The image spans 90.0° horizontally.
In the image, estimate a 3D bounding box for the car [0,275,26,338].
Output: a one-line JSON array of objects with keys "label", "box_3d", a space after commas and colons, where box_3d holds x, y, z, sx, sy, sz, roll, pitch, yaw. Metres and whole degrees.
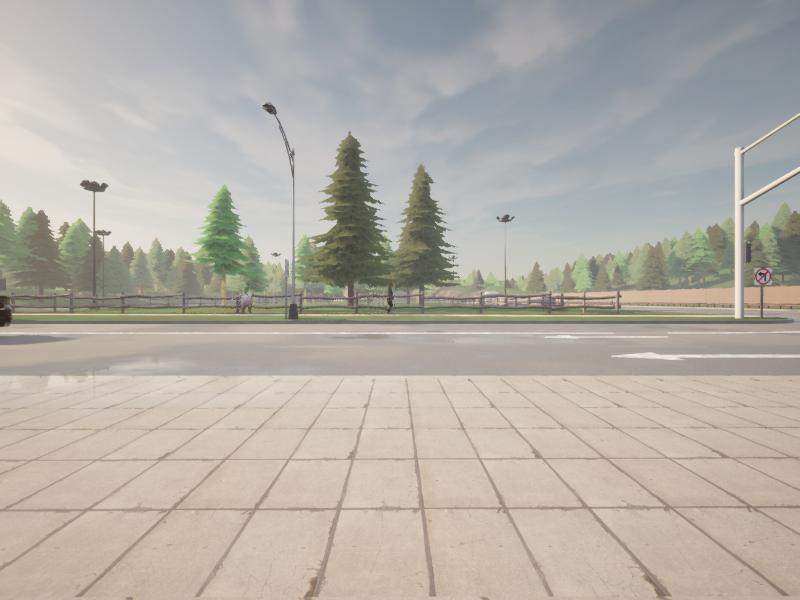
[{"label": "car", "box_3d": [-13.033, 0.171, 10.176, 5.238, 1.638, 1.930, 0, 0, 0]}]

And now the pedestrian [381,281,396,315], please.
[{"label": "pedestrian", "box_3d": [-0.606, -0.115, 21.867, 0.751, 1.860, 0.751, 0, 0, 4]}]

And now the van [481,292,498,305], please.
[{"label": "van", "box_3d": [17.429, -0.300, 78.407, 1.988, 2.561, 5.915, 0, 0, -1]}]

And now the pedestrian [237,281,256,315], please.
[{"label": "pedestrian", "box_3d": [-8.623, -0.115, 22.529, 0.751, 1.860, 0.751, 0, 0, 3]}]
